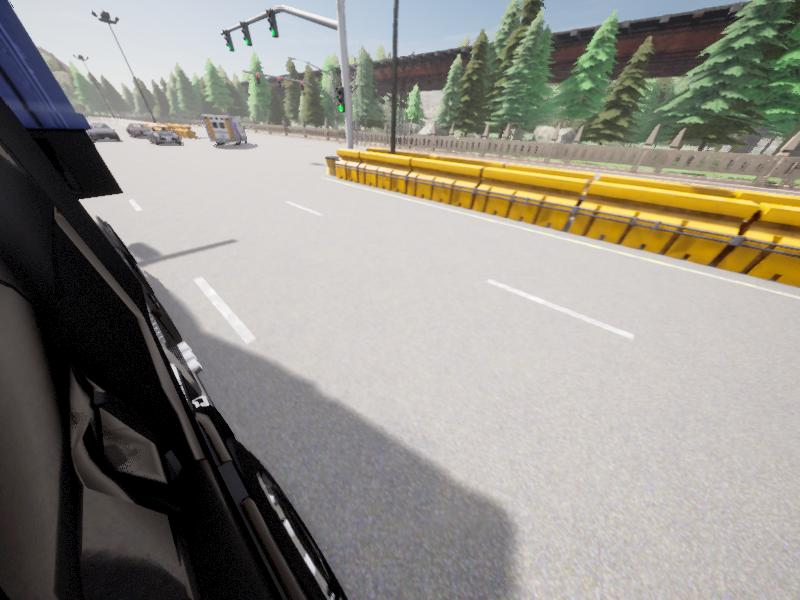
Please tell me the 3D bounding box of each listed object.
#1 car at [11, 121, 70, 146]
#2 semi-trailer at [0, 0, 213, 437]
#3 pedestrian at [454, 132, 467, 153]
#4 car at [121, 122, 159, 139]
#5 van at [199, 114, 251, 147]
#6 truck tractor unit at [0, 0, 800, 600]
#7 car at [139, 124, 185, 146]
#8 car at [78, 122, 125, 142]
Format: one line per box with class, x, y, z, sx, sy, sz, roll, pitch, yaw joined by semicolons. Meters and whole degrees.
car;-28.938;-13.520;18.710;4.181;1.385;1.994;29;44;30
semi-trailer;-9.650;-2.700;2.936;14.254;4.402;2.717;16;38;16
pedestrian;6.703;-17.461;25.640;0.751;1.860;0.751;29;44;30
car;-30.284;-19.713;26.915;4.181;1.385;1.994;28;43;29
van;-17.973;-17.752;24.218;2.351;2.431;6.366;-8;38;-16
truck tractor unit;-2.645;-0.295;0.351;6.516;4.208;3.053;28;44;30
car;-22.234;-15.419;21.607;3.806;1.475;1.970;29;44;30
car;-29.305;-16.495;22.650;5.357;1.411;2.033;29;44;30
